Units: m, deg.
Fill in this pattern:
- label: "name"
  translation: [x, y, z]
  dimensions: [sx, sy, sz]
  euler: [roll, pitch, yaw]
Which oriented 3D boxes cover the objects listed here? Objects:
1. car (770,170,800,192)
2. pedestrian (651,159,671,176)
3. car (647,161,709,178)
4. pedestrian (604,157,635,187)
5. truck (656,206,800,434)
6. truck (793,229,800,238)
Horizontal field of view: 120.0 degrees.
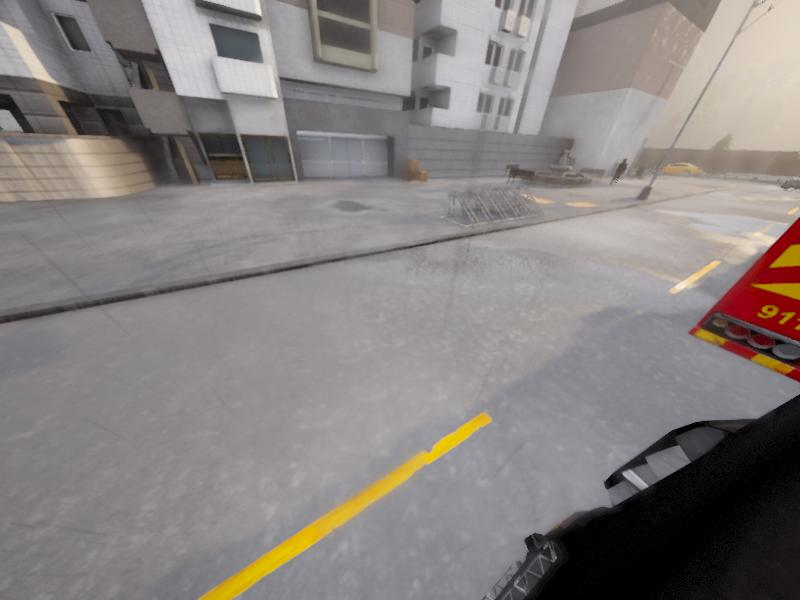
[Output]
- label: "car"
  translation: [37.145, -10.408, 20.360]
  dimensions: [4.974, 1.542, 2.038]
  euler: [2, 34, 0]
- label: "pedestrian"
  translation: [34.158, -17.393, 30.245]
  dimensions: [0.751, 1.860, 0.751]
  euler: [-15, 38, -25]
- label: "car"
  translation: [37.862, -17.969, 31.674]
  dimensions: [1.882, 1.535, 5.008]
  euler: [-16, 38, -26]
- label: "pedestrian"
  translation: [16.145, -9.421, 17.034]
  dimensions: [0.751, 1.860, 0.751]
  euler: [-18, 39, -27]
- label: "truck"
  translation: [7.721, -1.197, 2.692]
  dimensions: [8.468, 3.827, 2.891]
  euler: [-16, 38, -26]
- label: "truck"
  translation: [16.570, -3.234, 7.511]
  dimensions: [5.204, 2.467, 2.627]
  euler: [-16, 38, -26]
